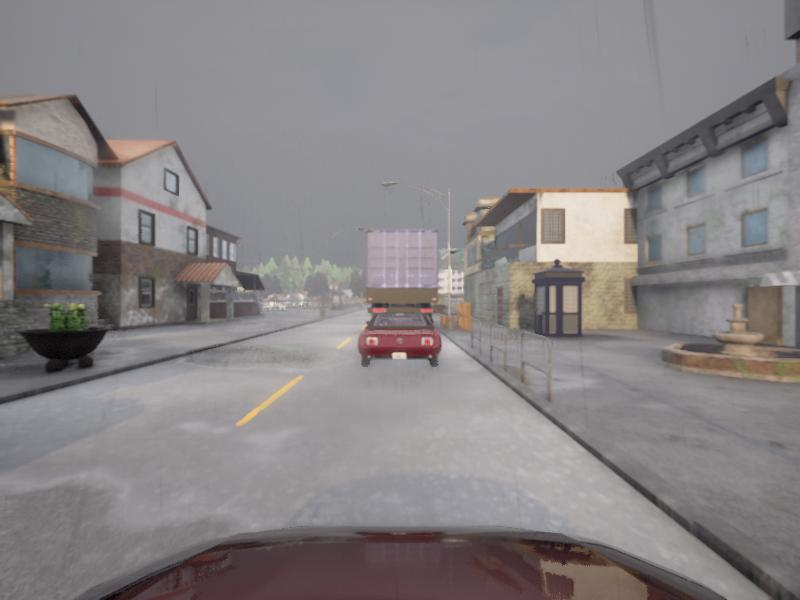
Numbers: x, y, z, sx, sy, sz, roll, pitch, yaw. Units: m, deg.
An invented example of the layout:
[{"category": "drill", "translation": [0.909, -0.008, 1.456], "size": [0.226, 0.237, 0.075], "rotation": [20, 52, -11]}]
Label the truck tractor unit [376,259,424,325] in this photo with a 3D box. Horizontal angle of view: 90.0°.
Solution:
[{"category": "truck tractor unit", "translation": [-0.032, -0.511, 28.848], "size": [3.053, 4.208, 6.516], "rotation": [0, 0, 0]}]

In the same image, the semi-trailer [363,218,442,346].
[{"category": "semi-trailer", "translation": [0.030, -0.612, 20.932], "size": [2.717, 4.402, 14.254], "rotation": [0, 0, 0]}]

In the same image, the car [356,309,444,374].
[{"category": "car", "translation": [-0.007, 0.947, 11.026], "size": [1.895, 1.301, 4.718], "rotation": [0, 0, 0]}]
